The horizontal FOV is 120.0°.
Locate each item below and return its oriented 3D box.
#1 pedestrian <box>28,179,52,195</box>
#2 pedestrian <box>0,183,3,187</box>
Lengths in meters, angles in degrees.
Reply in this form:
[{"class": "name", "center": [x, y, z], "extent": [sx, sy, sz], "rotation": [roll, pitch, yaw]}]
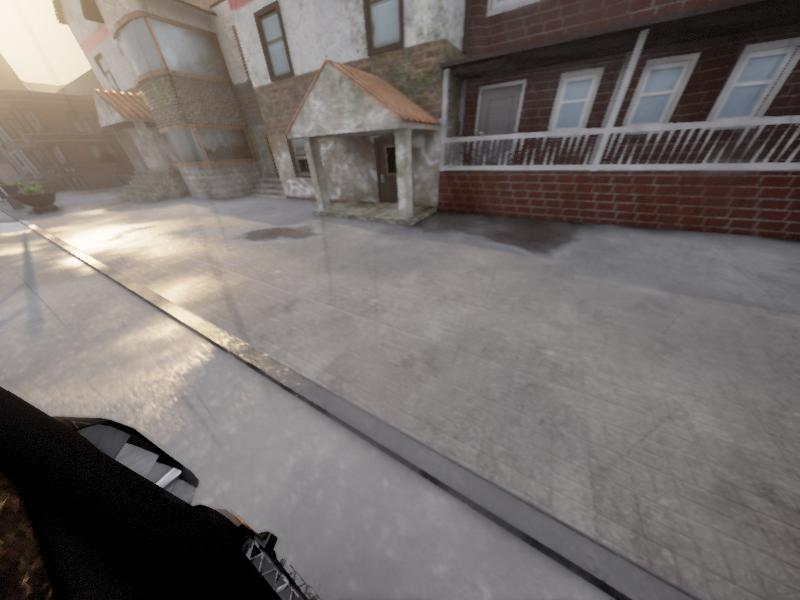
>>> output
[{"class": "pedestrian", "center": [-30.377, -9.551, 19.498], "extent": [0.500, 1.100, 0.500], "rotation": [10, 36, 18]}, {"class": "pedestrian", "center": [-51.206, -15.139, 28.860], "extent": [0.751, 1.860, 0.751], "rotation": [16, 38, 26]}]
